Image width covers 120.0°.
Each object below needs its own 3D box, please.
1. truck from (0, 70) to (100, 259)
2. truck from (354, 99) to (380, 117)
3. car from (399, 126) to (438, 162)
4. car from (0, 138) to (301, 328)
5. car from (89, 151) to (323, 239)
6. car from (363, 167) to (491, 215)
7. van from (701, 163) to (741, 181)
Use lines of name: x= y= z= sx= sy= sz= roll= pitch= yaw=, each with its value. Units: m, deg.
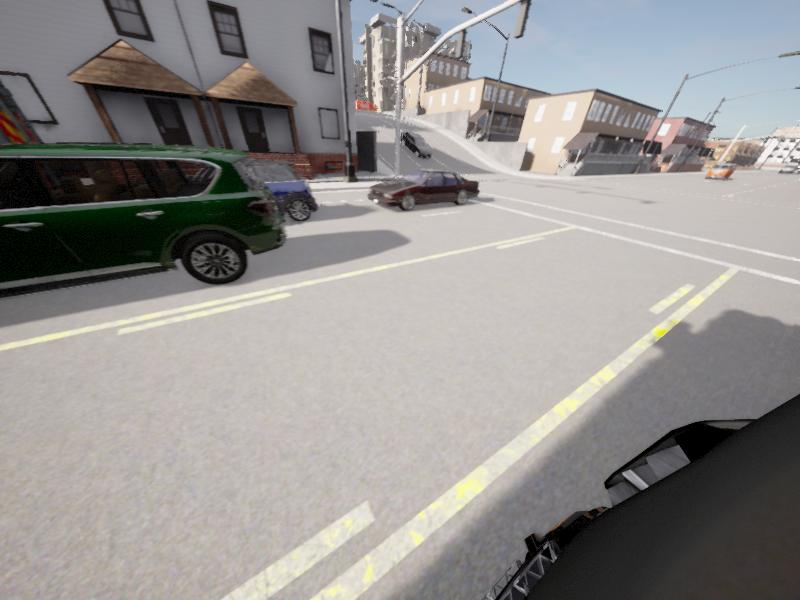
truck: x=-11.861 y=-2.220 z=2.992 sx=8.468 sy=3.827 sz=2.891 roll=-16 pitch=38 yaw=-26
truck: x=-7.726 y=-44.889 z=54.204 sx=5.204 sy=2.467 sz=2.627 roll=-15 pitch=37 yaw=-27
car: x=1.993 y=-18.063 z=26.754 sx=1.882 sy=1.535 sz=5.008 roll=-17 pitch=60 yaw=-27
car: x=-4.895 y=-1.259 z=3.638 sx=5.566 sy=2.045 sz=2.150 roll=-16 pitch=38 yaw=-26
car: x=-5.029 y=-3.356 z=7.010 sx=4.553 sy=1.767 sz=2.097 roll=-16 pitch=38 yaw=-26
car: x=1.288 y=-5.029 z=10.333 sx=5.357 sy=1.411 sz=2.033 roll=-18 pitch=39 yaw=-28
van: x=43.896 y=-17.551 z=31.592 sx=4.442 sy=1.987 sz=1.775 roll=-16 pitch=38 yaw=-26
